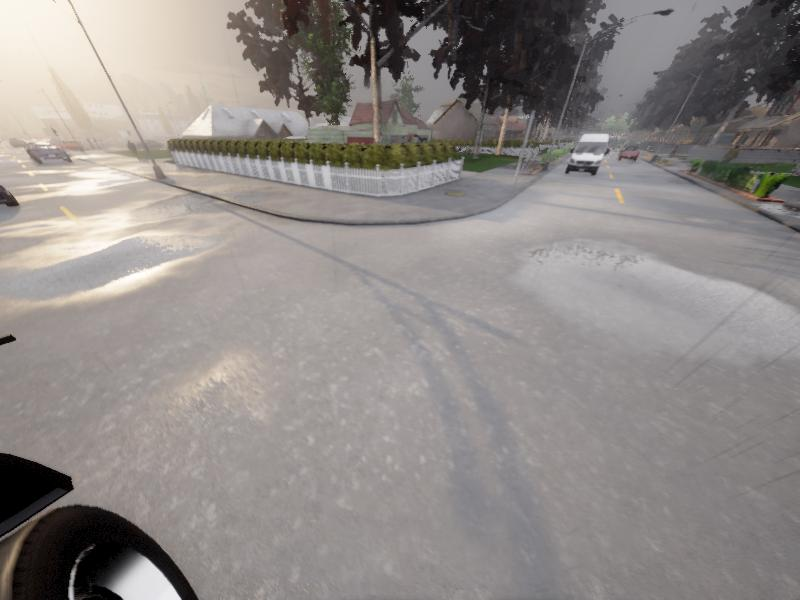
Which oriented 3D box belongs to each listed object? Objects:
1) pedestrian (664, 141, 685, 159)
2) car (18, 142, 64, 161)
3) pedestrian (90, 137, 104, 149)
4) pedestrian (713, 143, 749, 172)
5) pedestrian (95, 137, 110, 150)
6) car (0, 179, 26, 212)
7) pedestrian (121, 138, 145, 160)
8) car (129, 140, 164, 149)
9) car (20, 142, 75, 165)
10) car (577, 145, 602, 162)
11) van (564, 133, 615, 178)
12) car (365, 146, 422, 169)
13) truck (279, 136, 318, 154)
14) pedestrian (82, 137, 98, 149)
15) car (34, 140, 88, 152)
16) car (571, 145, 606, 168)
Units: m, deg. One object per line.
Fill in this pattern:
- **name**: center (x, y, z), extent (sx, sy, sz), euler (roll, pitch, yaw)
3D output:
- **pedestrian**: center (34.876, -19.018, 29.359), extent (0.751, 1.860, 0.751), euler (8, 36, 11)
- **car**: center (-40.210, -16.710, 25.876), extent (4.974, 1.542, 2.038), euler (22, 41, 28)
- **pedestrian**: center (-57.002, -29.586, 43.425), extent (0.751, 1.860, 0.751), euler (20, 40, 25)
- **pedestrian**: center (26.228, -11.306, 18.346), extent (0.751, 1.860, 0.751), euler (25, 42, 31)
- **pedestrian**: center (-55.874, -29.373, 43.345), extent (0.751, 1.860, 0.751), euler (12, 37, 16)
- **car**: center (-16.495, -4.260, 8.337), extent (4.611, 1.667, 2.242), euler (20, 40, 25)
- **pedestrian**: center (-27.772, -15.687, 24.037), extent (0.751, 1.860, 0.751), euler (23, 41, 29)
- **car**: center (-51.170, -31.435, 46.688), extent (1.816, 1.474, 4.193), euler (22, 41, 28)
- **car**: center (-34.392, -14.372, 22.539), extent (5.027, 1.651, 2.152), euler (22, 41, 28)
- **car**: center (23.261, -18.025, 28.305), extent (1.801, 1.575, 5.366), euler (22, 41, 28)
- **van**: center (14.757, -11.440, 18.068), extent (1.988, 2.561, 5.915), euler (22, 41, 28)
- **car**: center (-0.561, -11.785, 18.959), extent (4.181, 1.381, 1.994), euler (22, 41, 28)
- **truck**: center (-14.891, -22.915, 34.138), extent (2.069, 2.038, 4.478), euler (22, 41, 28)
- **pedestrian**: center (-57.272, -29.079, 42.704), extent (0.751, 1.860, 0.751), euler (2, 35, 2)
- **car**: center (-56.862, -25.987, 38.868), extent (2.007, 1.525, 4.514), euler (13, 37, 18)
- **car**: center (19.150, -14.667, 23.470), extent (2.152, 1.651, 5.027), euler (22, 41, 28)
